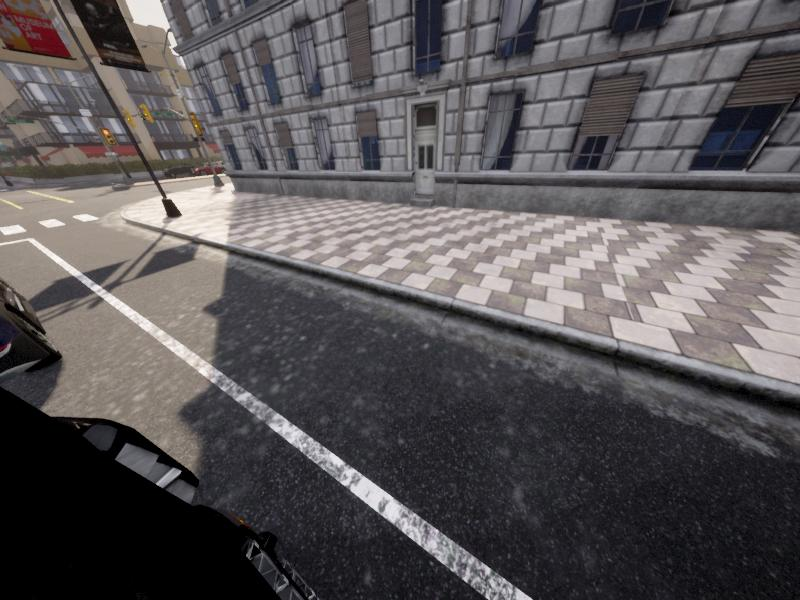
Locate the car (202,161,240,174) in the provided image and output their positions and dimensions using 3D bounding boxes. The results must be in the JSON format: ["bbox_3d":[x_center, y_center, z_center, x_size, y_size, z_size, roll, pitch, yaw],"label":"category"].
[{"bbox_3d":[-27.189,-20.251,35.205,1.970,1.475,3.806,16,38,26],"label":"car"}]

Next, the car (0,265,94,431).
[{"bbox_3d":[-6.308,0.210,2.645,4.856,1.649,2.033,16,38,26],"label":"car"}]

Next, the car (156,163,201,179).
[{"bbox_3d":[-29.908,-17.585,31.331,1.789,1.549,3.705,16,38,26],"label":"car"}]

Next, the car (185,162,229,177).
[{"bbox_3d":[-25.913,-17.652,31.193,1.970,1.475,3.806,16,38,26],"label":"car"}]
